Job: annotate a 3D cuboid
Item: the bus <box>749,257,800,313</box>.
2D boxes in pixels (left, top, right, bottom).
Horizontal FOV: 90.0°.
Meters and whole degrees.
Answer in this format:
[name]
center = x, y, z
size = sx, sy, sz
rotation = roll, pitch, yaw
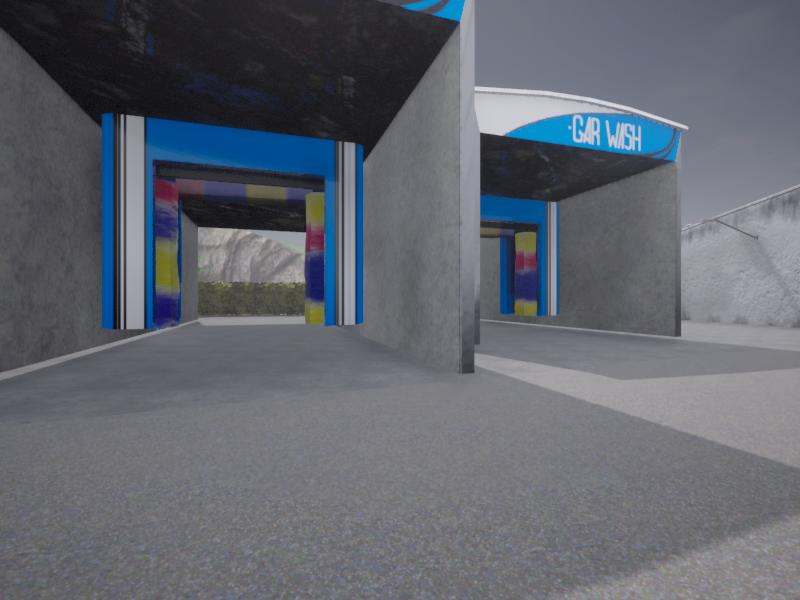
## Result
[bus]
center = 35.428, -1.135, 32.689
size = 10.273, 4.253, 3.944
rotation = 0, 0, 0
